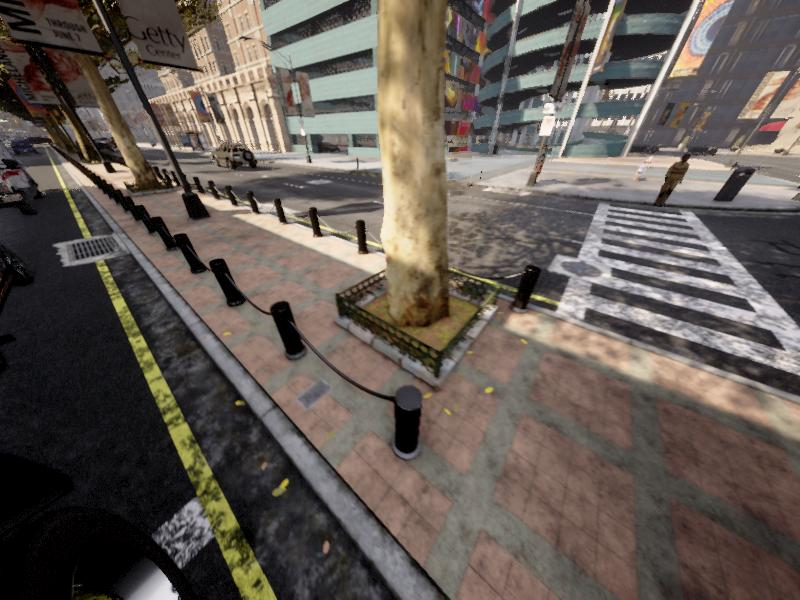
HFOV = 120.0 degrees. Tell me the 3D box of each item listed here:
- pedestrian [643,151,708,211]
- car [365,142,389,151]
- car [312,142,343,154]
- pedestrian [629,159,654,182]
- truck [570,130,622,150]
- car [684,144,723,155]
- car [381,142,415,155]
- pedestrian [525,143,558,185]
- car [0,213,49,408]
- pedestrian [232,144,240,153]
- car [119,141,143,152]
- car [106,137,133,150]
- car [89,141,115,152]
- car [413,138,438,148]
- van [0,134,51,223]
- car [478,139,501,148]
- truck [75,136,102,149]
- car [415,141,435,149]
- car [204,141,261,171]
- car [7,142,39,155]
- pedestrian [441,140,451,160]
[{"bbox_3d":[10.174,-4.431,8.644,0.751,1.860,0.751,25,42,31],"label":"pedestrian"},{"bbox_3d":[-4.521,-30.345,45.607,4.718,1.301,1.895,24,42,30],"label":"car"},{"bbox_3d":[-12.012,-25.313,38.305,4.786,1.482,2.161,24,42,30],"label":"car"},{"bbox_3d":[14.202,-7.622,13.609,0.500,1.100,0.500,-22,41,-28],"label":"pedestrian"},{"bbox_3d":[47.944,-39.356,56.923,2.891,3.827,8.468,-18,39,-24],"label":"truck"},{"bbox_3d":[53.226,-26.477,40.647,1.789,1.549,3.705,0,35,-1],"label":"car"},{"bbox_3d":[-0.352,-23.039,35.113,4.902,1.511,2.128,24,42,30],"label":"car"},{"bbox_3d":[7.588,-7.295,12.423,0.751,1.860,0.751,-26,43,-32],"label":"pedestrian"},{"bbox_3d":[-6.462,-0.003,2.585,4.792,1.488,2.163,27,44,33],"label":"car"},{"bbox_3d":[-24.489,-22.600,34.526,0.500,1.100,0.500,28,44,33],"label":"pedestrian"},{"bbox_3d":[-48.624,-27.796,41.736,3.806,1.475,1.970,25,42,30],"label":"car"},{"bbox_3d":[-57.158,-31.966,47.018,5.566,2.045,2.150,25,42,30],"label":"car"},{"bbox_3d":[-51.397,-26.546,39.839,4.892,1.490,1.837,25,42,30],"label":"car"},{"bbox_3d":[6.251,-39.326,57.707,5.566,2.045,2.435,24,42,30],"label":"car"},{"bbox_3d":[-15.118,-4.464,8.008,6.366,2.431,2.351,25,42,30],"label":"van"},{"bbox_3d":[25.970,-45.777,67.399,5.566,2.045,2.150,24,42,30],"label":"car"},{"bbox_3d":[-67.101,-33.977,49.727,6.274,2.098,2.390,25,42,30],"label":"truck"},{"bbox_3d":[6.203,-39.026,57.962,4.514,1.523,2.007,24,42,30],"label":"car"},{"bbox_3d":[-14.088,-12.197,19.476,4.605,1.855,1.932,25,42,30],"label":"car"},{"bbox_3d":[-53.340,-21.550,32.775,4.674,1.442,1.812,25,42,30],"label":"car"},{"bbox_3d":[5.122,-16.650,25.687,0.751,1.860,0.751,13,37,18],"label":"pedestrian"}]
